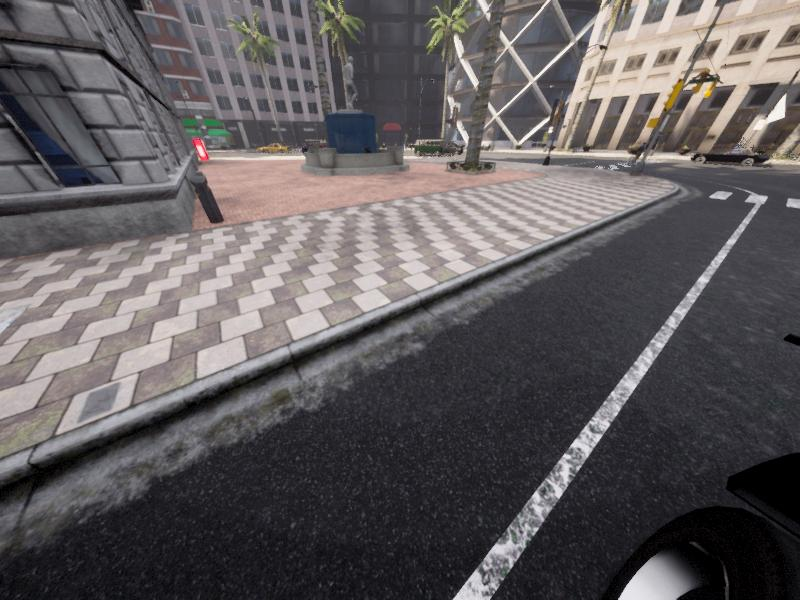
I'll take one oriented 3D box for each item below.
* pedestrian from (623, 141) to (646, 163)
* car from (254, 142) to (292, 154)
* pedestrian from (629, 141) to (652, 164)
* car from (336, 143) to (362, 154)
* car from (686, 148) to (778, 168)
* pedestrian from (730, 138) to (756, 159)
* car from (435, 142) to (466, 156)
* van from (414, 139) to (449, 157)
[{"bbox_3d":[23.641,-14.921,23.279,0.751,1.860,0.751,-22,40,-28],"label":"pedestrian"},{"bbox_3d":[-22.160,-26.611,40.476,5.366,1.575,1.801,-8,36,-10],"label":"car"},{"bbox_3d":[23.121,-14.208,22.270,0.751,1.860,0.751,-27,43,-33],"label":"pedestrian"},{"bbox_3d":[-8.518,-25.321,38.642,3.806,1.475,1.970,1,35,2],"label":"car"},{"bbox_3d":[30.610,-13.331,21.505,1.895,1.301,4.718,-22,41,-28],"label":"car"},{"bbox_3d":[37.429,-16.569,25.258,0.751,1.860,0.751,-30,45,-35],"label":"pedestrian"},{"bbox_3d":[7.498,-22.573,34.516,3.988,1.617,1.851,19,39,25],"label":"car"},{"bbox_3d":[4.388,-21.440,32.596,4.442,1.987,1.775,16,38,22],"label":"van"}]
